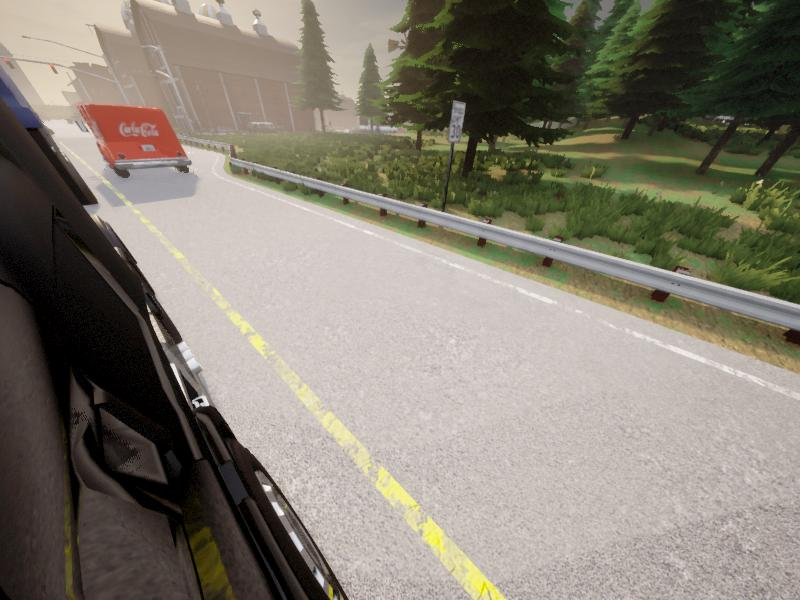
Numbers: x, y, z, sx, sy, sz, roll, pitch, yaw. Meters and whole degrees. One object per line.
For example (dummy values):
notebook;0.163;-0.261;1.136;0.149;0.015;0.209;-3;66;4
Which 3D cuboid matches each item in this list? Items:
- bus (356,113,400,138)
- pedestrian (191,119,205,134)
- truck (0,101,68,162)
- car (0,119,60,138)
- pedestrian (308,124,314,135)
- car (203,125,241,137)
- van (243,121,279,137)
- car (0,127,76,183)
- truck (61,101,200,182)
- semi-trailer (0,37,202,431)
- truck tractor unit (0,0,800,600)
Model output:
bus;-4.822;-40.449;53.905;3.944;4.253;10.273;28;43;29
pedestrian;-32.225;-27.729;36.889;0.751;1.860;0.751;21;40;22
truck;-21.925;-9.538;12.953;5.204;2.467;2.627;27;43;28
car;-38.396;-17.311;23.259;1.994;1.385;4.181;8;37;7
pedestrian;-19.059;-36.557;49.514;0.751;1.860;0.751;26;43;28
car;-27.758;-26.436;36.146;1.994;1.385;4.181;27;43;29
van;-23.829;-29.451;39.861;2.069;2.038;4.480;28;43;29
car;-16.061;-6.229;9.717;4.902;1.511;2.128;27;43;29
truck;-12.248;-7.312;10.587;5.204;2.467;2.627;27;43;29
semi-trailer;-8.745;-3.574;4.181;14.254;4.402;2.717;28;43;29
truck tractor unit;-2.645;-0.295;0.351;6.516;4.208;3.053;28;44;30
